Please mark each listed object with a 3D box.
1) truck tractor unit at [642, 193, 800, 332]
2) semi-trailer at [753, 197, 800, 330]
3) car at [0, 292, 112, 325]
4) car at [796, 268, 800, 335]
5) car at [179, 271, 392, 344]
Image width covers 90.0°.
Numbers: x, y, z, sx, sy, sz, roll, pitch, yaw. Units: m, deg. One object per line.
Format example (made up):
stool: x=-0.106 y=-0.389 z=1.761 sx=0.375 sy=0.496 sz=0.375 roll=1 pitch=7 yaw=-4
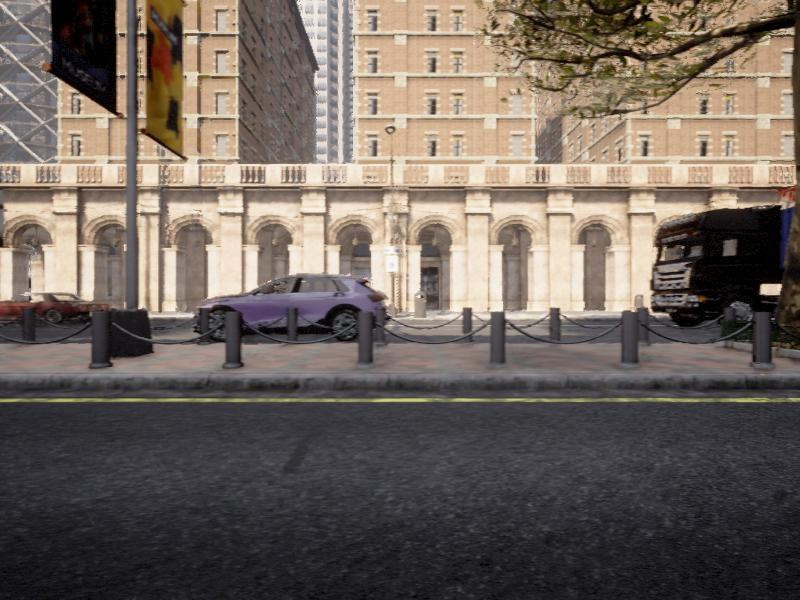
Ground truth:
truck tractor unit: x=12.482 y=-1.127 z=13.698 sx=6.516 sy=4.208 sz=3.053 roll=0 pitch=0 yaw=0
semi-trailer: x=20.396 y=-1.225 z=13.653 sx=14.254 sy=4.402 sz=2.717 roll=0 pitch=0 yaw=0
car: x=-15.252 y=0.344 z=16.950 sx=4.718 sy=1.301 sz=1.895 roll=0 pitch=0 yaw=0
car: x=13.368 y=0.050 z=10.198 sx=4.605 sy=1.855 sz=1.932 roll=0 pitch=0 yaw=0
car: x=-2.648 y=0.178 z=10.201 sx=4.856 sy=1.649 sz=2.033 roll=0 pitch=0 yaw=0
